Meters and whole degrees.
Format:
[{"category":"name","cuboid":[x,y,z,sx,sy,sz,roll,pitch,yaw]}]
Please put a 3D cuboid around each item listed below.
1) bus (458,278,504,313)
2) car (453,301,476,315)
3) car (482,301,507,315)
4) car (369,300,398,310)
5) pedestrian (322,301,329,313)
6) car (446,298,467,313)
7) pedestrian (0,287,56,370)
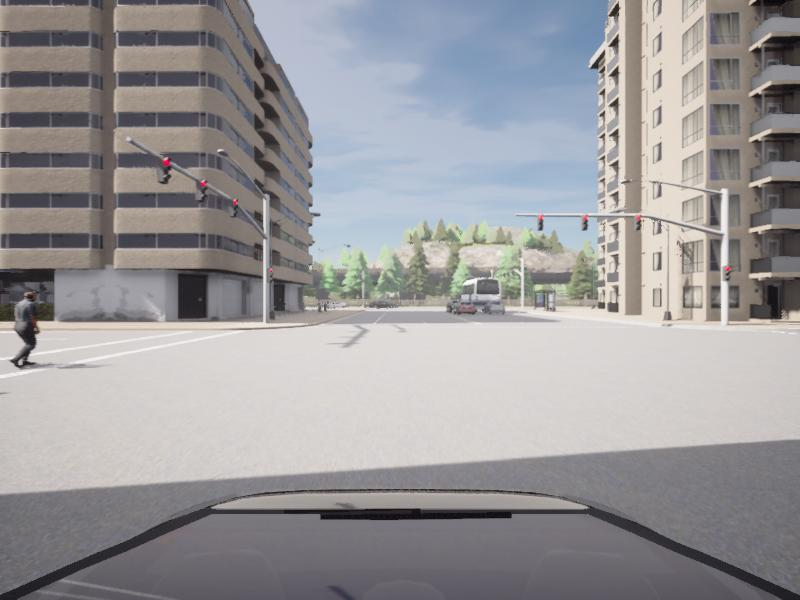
[{"category":"bus","cuboid":[10.376,-0.516,52.717,3.944,4.253,10.273,0,0,0]},{"category":"car","cuboid":[6.994,0.868,43.656,1.970,1.475,3.806,0,0,0]},{"category":"car","cuboid":[10.504,0.842,44.686,1.845,1.501,3.633,0,0,0]},{"category":"car","cuboid":[-2.718,0.836,67.014,4.892,1.490,1.837,0,0,1]},{"category":"pedestrian","cuboid":[-8.386,0.782,45.045,0.751,1.300,0.751,0,0,1]},{"category":"car","cuboid":[6.997,0.669,49.674,1.932,1.855,4.605,0,0,0]},{"category":"pedestrian","cuboid":[-8.837,0.641,9.485,0.751,1.860,0.751,0,0,17]}]
